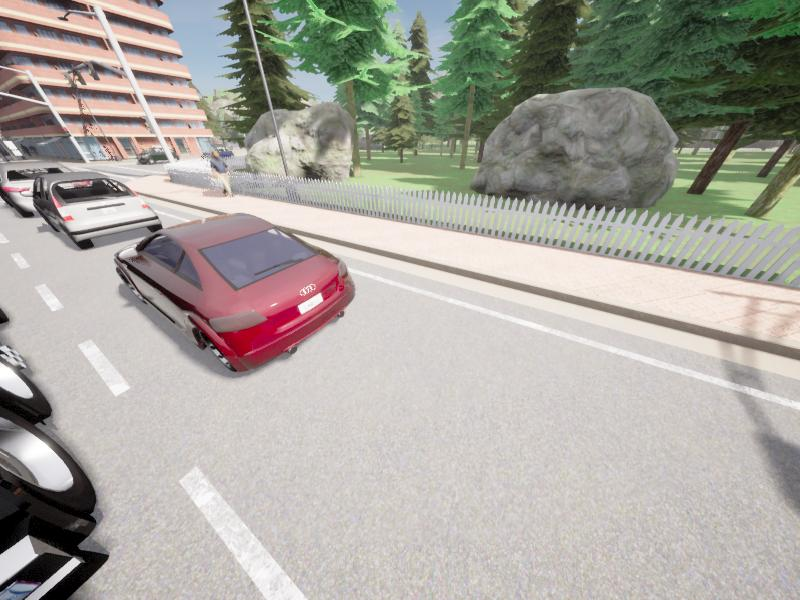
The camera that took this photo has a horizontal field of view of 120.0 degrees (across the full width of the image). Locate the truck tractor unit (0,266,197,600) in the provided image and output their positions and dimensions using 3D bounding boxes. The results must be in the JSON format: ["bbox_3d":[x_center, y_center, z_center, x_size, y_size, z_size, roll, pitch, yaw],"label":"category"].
[{"bbox_3d":[-5.114,-0.298,0.774,6.516,4.208,3.053,18,39,24],"label":"truck tractor unit"}]

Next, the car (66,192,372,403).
[{"bbox_3d":[-2.773,-0.594,3.674,4.181,1.385,1.994,20,40,26],"label":"car"}]

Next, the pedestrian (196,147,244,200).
[{"bbox_3d":[-7.612,-5.382,9.848,0.751,1.860,0.751,18,39,24],"label":"pedestrian"}]

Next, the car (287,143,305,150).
[{"bbox_3d":[-28.209,-41.703,62.778,5.357,1.411,2.033,28,44,34],"label":"car"}]

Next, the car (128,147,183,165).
[{"bbox_3d":[-27.806,-16.503,26.448,1.789,1.549,3.705,11,36,15],"label":"car"}]

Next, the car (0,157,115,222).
[{"bbox_3d":[-14.322,-4.609,9.260,4.611,1.667,2.242,19,39,25],"label":"car"}]

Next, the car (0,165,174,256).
[{"bbox_3d":[-8.952,-2.771,6.638,3.988,1.617,1.851,18,39,25],"label":"car"}]

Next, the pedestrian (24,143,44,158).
[{"bbox_3d":[-56.854,-23.269,35.896,0.751,1.860,0.751,18,39,25],"label":"pedestrian"}]

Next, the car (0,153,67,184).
[{"bbox_3d":[-26.678,-8.636,15.215,2.038,1.542,4.974,18,39,24],"label":"car"}]
